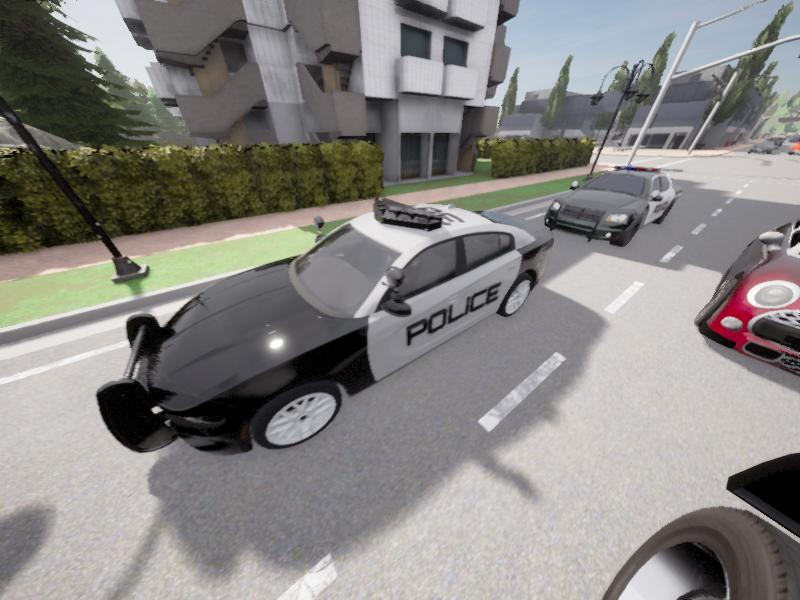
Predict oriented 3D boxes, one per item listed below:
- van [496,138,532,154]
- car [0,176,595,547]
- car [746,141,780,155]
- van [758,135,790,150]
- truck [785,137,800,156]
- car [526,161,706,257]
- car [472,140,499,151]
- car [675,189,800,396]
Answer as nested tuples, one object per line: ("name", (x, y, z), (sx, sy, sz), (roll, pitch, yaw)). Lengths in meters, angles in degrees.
("van", (17.618, -23.988, 35.948), (1.775, 1.987, 4.442), (-22, 40, -27))
("car", (-0.106, -0.336, 2.956), (5.238, 1.638, 1.930), (-22, 41, -28))
("car", (49.400, -20.697, 31.420), (4.674, 1.442, 1.812), (-22, 41, -28))
("van", (65.902, -27.751, 40.720), (4.480, 2.038, 2.069), (-22, 41, -28))
("truck", (52.050, -19.739, 29.145), (5.204, 2.467, 2.627), (-22, 41, -28))
("car", (6.205, -2.894, 6.612), (4.974, 1.542, 2.038), (-22, 41, -28))
("car", (16.366, -29.655, 44.299), (2.033, 1.649, 4.856), (-13, 37, -17))
("car", (5.772, -0.222, 2.875), (3.806, 1.475, 1.970), (-22, 41, -28))
